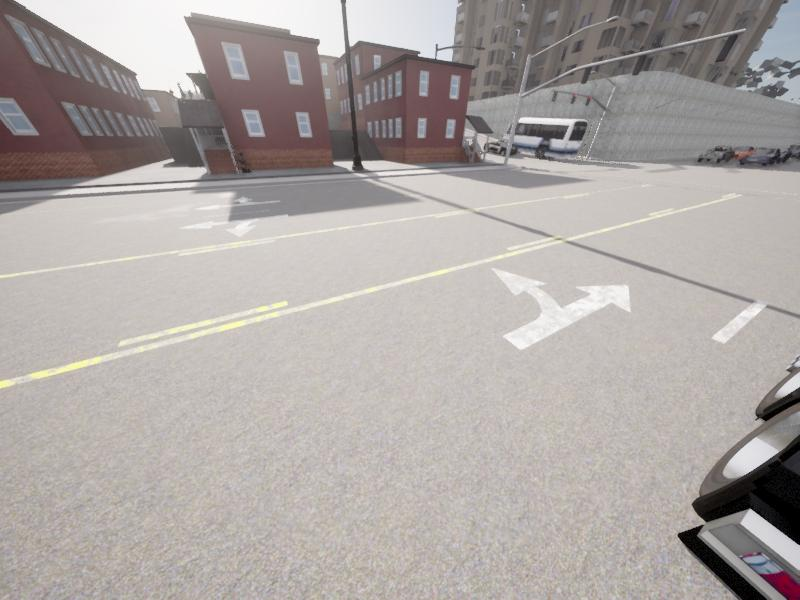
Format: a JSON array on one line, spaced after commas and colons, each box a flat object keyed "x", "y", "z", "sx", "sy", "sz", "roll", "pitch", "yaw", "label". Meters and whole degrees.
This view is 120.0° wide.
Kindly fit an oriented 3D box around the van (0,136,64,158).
[{"x": -52.889, "y": -22.069, "z": 33.166, "sx": 2.351, "sy": 2.431, "sz": 6.366, "roll": -16, "pitch": 38, "yaw": -22, "label": "van"}]

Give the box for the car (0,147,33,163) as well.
[{"x": -43.908, "y": -15.920, "z": 25.332, "sx": 1.994, "sy": 1.385, "sz": 4.181, "roll": -16, "pitch": 38, "yaw": -21, "label": "car"}]

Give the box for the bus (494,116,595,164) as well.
[{"x": 18.430, "y": -21.630, "z": 30.897, "sx": 3.944, "sy": 4.253, "sz": 10.273, "roll": -16, "pitch": 43, "yaw": -22, "label": "bus"}]

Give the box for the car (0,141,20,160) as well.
[{"x": -49.272, "y": -17.769, "z": 27.501, "sx": 1.932, "sy": 1.855, "sz": 4.605, "roll": -16, "pitch": 38, "yaw": -22, "label": "car"}]

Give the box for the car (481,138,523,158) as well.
[{"x": 14.063, "y": -21.278, "z": 32.274, "sx": 1.930, "sy": 1.638, "sz": 5.238, "roll": -16, "pitch": 43, "yaw": -22, "label": "car"}]

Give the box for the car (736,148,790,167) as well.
[{"x": 41.483, "y": -16.391, "z": 26.412, "sx": 4.856, "sy": 1.649, "sz": 2.033, "roll": -16, "pitch": 38, "yaw": -22, "label": "car"}]

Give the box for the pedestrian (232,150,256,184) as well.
[{"x": -10.362, "y": -8.879, "z": 15.403, "sx": 0.751, "sy": 1.860, "sz": 0.751, "roll": -17, "pitch": 38, "yaw": -23, "label": "pedestrian"}]

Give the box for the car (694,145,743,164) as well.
[{"x": 39.723, "y": -18.234, "z": 28.823, "sx": 4.605, "sy": 1.855, "sz": 1.932, "roll": -16, "pitch": 38, "yaw": -22, "label": "car"}]

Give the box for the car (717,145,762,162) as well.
[{"x": 46.592, "y": -20.178, "z": 31.739, "sx": 4.553, "sy": 1.767, "sz": 2.097, "roll": -16, "pitch": 38, "yaw": -22, "label": "car"}]

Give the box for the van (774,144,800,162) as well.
[{"x": 54.596, "y": -20.319, "z": 31.823, "sx": 4.442, "sy": 1.987, "sz": 1.775, "roll": -16, "pitch": 38, "yaw": -22, "label": "van"}]

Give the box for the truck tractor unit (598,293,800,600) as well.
[{"x": 5.157, "y": -0.252, "z": 0.710, "sx": 6.516, "sy": 4.208, "sz": 3.053, "roll": -16, "pitch": 38, "yaw": -22, "label": "truck tractor unit"}]
